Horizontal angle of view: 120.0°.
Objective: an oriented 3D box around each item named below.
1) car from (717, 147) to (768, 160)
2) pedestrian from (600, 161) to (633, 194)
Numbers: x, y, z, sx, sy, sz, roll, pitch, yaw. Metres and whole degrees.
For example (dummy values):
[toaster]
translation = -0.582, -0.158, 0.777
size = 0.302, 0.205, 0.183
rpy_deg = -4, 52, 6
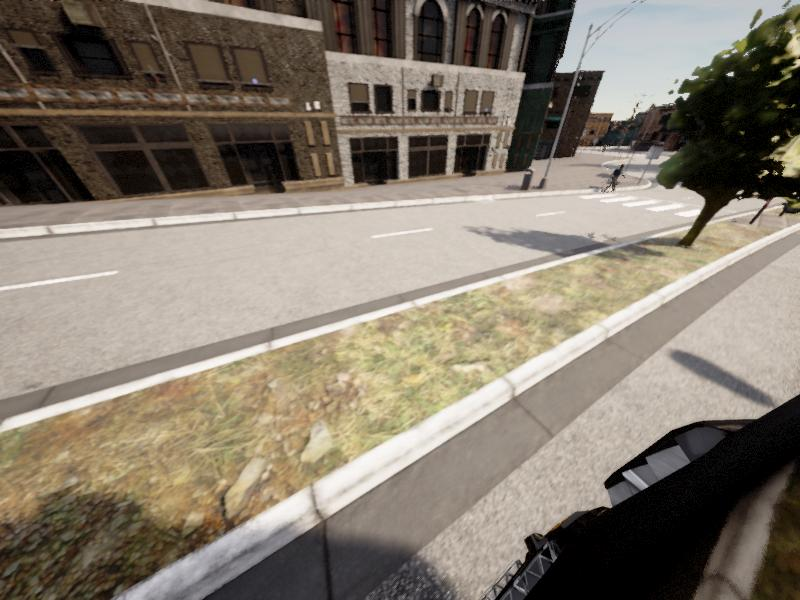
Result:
[car]
translation = 51.188, -21.943, 34.650
size = 3.705, 1.549, 1.789
rpy_deg = 17, 39, 24
[pedestrian]
translation = 14.824, -8.395, 15.877
size = 0.751, 1.860, 0.751
rpy_deg = -7, 36, -7
